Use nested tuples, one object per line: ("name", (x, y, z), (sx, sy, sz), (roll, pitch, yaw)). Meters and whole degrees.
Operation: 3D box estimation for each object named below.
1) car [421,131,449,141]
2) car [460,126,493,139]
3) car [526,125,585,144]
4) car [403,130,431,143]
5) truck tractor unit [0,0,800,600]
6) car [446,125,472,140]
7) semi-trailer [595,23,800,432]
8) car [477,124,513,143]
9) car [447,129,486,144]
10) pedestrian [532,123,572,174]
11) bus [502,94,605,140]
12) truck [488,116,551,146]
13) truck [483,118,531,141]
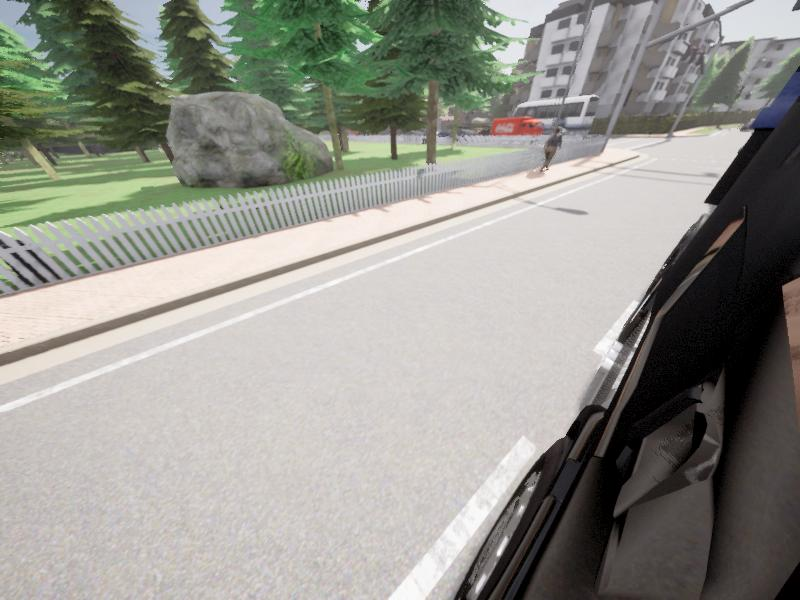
("car", (5.821, -27.780, 39.141), (1.895, 1.301, 4.718), (-25, 42, -27))
("car", (13.151, -29.204, 40.324), (1.801, 1.575, 5.366), (-25, 42, -27))
("car", (17.366, -18.653, 26.079), (2.128, 1.511, 4.902), (-25, 42, -27))
("car", (2.697, -26.766, 37.828), (1.837, 1.490, 4.892), (-25, 42, -27))
("truck tractor unit", (2.645, -0.295, 0.351), (6.516, 4.208, 3.053), (-28, 44, -30))
("car", (9.922, -28.318, 39.096), (1.905, 1.878, 3.866), (-25, 42, -27))
("semi-trailer", (8.844, -3.509, 4.068), (14.254, 4.402, 2.717), (-26, 43, -28))
("car", (12.725, -22.500, 31.176), (1.905, 1.878, 3.866), (-25, 42, -27))
("car", (8.774, -21.919, 30.989), (1.837, 1.490, 4.892), (-25, 42, -27))
("pedestrian", (6.862, -6.867, 10.500), (0.751, 1.860, 0.751), (-26, 43, -28))
("bus", (20.095, -24.566, 31.486), (3.944, 4.253, 10.273), (-25, 42, -27))
("truck", (13.077, -18.866, 25.833), (2.627, 2.467, 5.204), (-25, 43, -27))
("truck", (15.140, -24.367, 33.039), (2.627, 2.467, 5.204), (-25, 43, -27))
